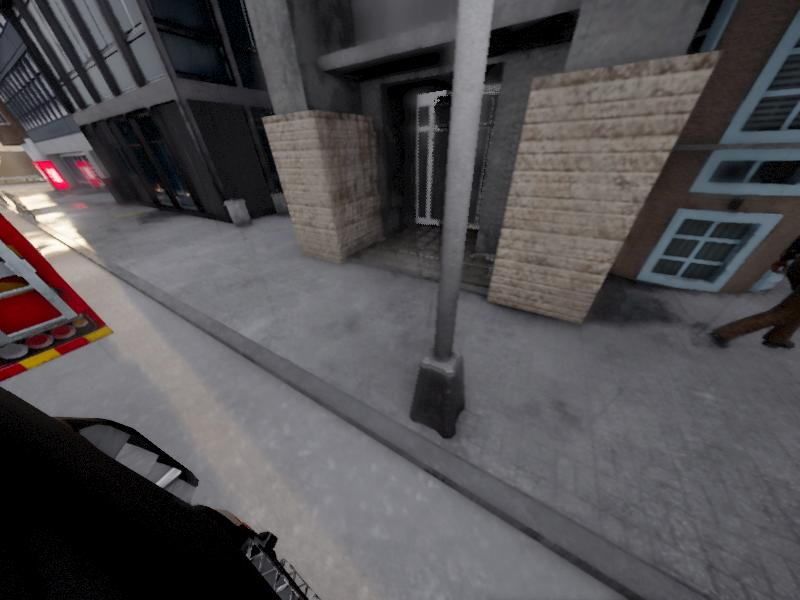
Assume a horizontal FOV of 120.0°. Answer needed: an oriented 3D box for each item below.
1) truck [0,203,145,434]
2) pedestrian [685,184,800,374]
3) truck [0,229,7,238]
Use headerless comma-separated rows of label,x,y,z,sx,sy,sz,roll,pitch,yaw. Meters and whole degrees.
truck,-7.714,-1.203,2.701,8.468,3.827,2.891,16,38,26
pedestrian,3.934,-0.255,2.087,0.751,1.860,0.751,4,34,9
truck,-16.570,-3.234,7.512,5.204,2.467,2.627,16,38,26
